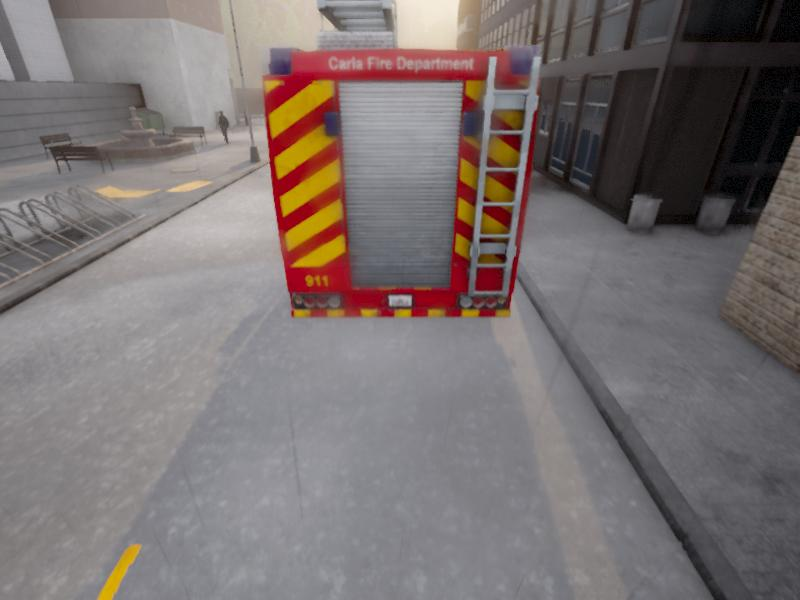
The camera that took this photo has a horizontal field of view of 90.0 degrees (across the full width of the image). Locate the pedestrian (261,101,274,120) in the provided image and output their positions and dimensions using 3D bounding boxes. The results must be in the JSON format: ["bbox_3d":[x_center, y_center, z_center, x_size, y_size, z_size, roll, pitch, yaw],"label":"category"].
[{"bbox_3d":[-14.342,-20.518,43.380,0.751,1.860,0.751,9,29,17],"label":"pedestrian"}]

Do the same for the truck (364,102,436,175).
[{"bbox_3d":[-0.001,-7.189,17.413,2.627,2.467,5.204,0,28,0],"label":"truck"}]

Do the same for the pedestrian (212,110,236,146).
[{"bbox_3d":[-10.074,-9.886,22.964,0.751,1.860,0.751,-1,28,-2],"label":"pedestrian"}]

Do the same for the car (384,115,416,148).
[{"bbox_3d":[-0.001,-10.552,24.855,1.837,1.490,4.892,0,28,0],"label":"car"}]

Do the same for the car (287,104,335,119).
[{"bbox_3d":[-10.300,-21.948,46.492,5.008,1.535,1.882,0,28,0],"label":"car"}]

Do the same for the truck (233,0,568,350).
[{"bbox_3d":[0.004,-3.014,8.019,2.891,3.827,8.468,0,28,0],"label":"truck"}]

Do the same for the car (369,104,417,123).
[{"bbox_3d":[-0.663,-19.734,42.277,2.038,1.542,4.974,25,37,38],"label":"car"}]
